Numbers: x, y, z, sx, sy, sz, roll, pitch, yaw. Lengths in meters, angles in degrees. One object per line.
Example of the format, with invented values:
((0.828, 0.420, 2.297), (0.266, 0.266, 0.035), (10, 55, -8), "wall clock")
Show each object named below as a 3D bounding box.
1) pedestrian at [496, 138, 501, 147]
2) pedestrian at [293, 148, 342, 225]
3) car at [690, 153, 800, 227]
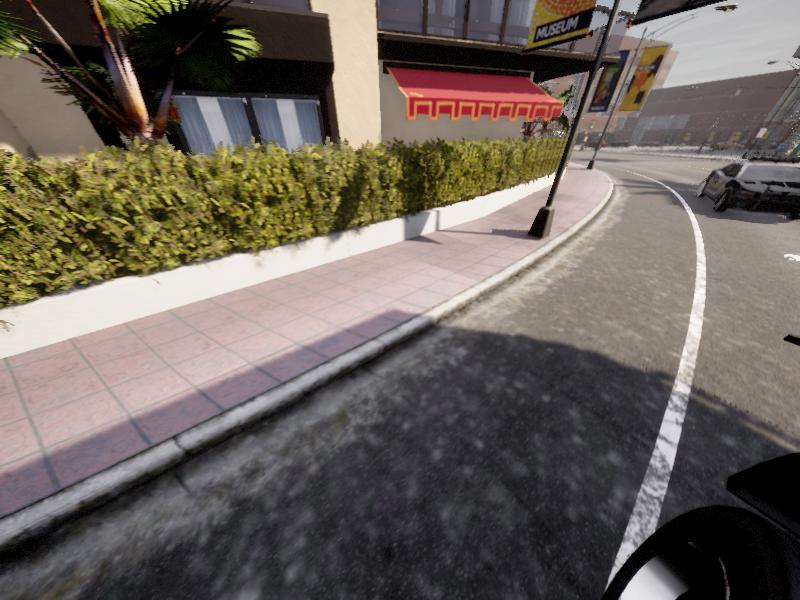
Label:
((27.663, -44.330, 65.004), (0.751, 1.860, 0.751), (-7, 36, -10), "pedestrian")
((-2.353, -3.299, 6.747), (0.751, 1.860, 0.751), (-29, 44, -34), "pedestrian")
((13.123, -4.274, 8.479), (1.930, 1.638, 5.238), (24, 42, 30), "car")
